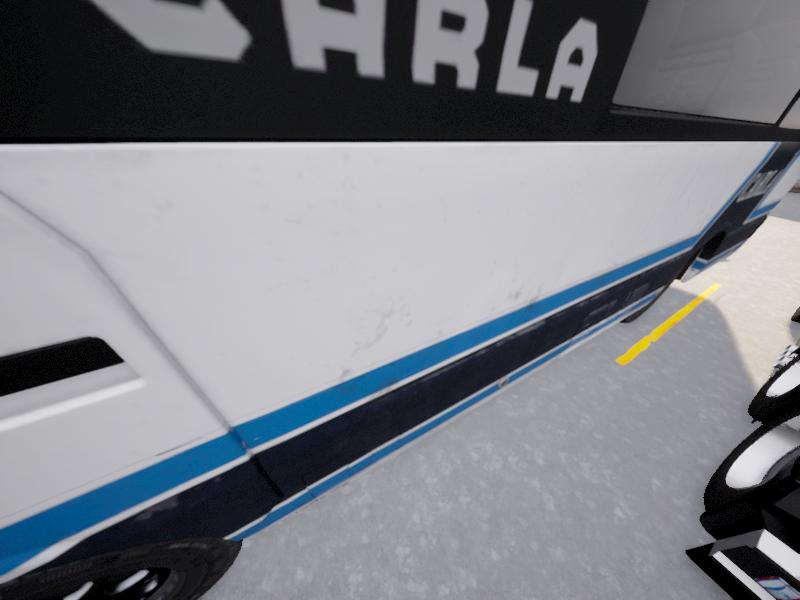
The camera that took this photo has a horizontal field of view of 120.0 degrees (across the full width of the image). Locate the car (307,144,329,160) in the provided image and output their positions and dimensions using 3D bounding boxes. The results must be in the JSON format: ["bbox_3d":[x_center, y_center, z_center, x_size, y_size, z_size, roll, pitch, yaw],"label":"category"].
[{"bbox_3d":[-11.118,-20.015,31.168,1.789,1.547,3.705,-18,39,-24],"label":"car"}]

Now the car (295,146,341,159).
[{"bbox_3d":[-11.091,-20.114,31.436,5.357,1.415,2.033,-18,39,-24],"label":"car"}]

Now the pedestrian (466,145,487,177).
[{"bbox_3d":[5.294,-9.702,16.114,0.751,1.860,0.751,-17,39,-23],"label":"pedestrian"}]

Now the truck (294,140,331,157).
[{"bbox_3d":[-12.892,-22.394,34.150,4.478,2.038,2.069,-18,39,-24],"label":"truck"}]

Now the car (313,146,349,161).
[{"bbox_3d":[-8.433,-17.941,28.229,3.633,1.501,1.845,-18,39,-24],"label":"car"}]

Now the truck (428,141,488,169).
[{"bbox_3d":[5.790,-15.328,24.207,2.390,2.098,6.274,-18,39,-24],"label":"truck"}]

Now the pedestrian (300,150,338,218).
[{"bbox_3d":[-2.640,-3.796,7.581,0.751,1.860,0.751,-14,37,-19],"label":"pedestrian"}]

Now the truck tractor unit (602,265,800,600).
[{"bbox_3d":[5.111,-0.301,0.778,6.516,4.208,3.053,-18,39,-24],"label":"truck tractor unit"}]

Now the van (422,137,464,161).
[{"bbox_3d":[5.613,-20.401,31.106,1.988,2.561,5.915,-18,39,-24],"label":"van"}]

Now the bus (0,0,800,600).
[{"bbox_3d":[1.015,-1.499,2.438,10.273,4.253,3.944,-17,38,-23],"label":"bus"}]

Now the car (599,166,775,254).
[{"bbox_3d":[8.806,-3.039,7.104,4.902,1.511,2.128,-20,40,-27],"label":"car"}]
